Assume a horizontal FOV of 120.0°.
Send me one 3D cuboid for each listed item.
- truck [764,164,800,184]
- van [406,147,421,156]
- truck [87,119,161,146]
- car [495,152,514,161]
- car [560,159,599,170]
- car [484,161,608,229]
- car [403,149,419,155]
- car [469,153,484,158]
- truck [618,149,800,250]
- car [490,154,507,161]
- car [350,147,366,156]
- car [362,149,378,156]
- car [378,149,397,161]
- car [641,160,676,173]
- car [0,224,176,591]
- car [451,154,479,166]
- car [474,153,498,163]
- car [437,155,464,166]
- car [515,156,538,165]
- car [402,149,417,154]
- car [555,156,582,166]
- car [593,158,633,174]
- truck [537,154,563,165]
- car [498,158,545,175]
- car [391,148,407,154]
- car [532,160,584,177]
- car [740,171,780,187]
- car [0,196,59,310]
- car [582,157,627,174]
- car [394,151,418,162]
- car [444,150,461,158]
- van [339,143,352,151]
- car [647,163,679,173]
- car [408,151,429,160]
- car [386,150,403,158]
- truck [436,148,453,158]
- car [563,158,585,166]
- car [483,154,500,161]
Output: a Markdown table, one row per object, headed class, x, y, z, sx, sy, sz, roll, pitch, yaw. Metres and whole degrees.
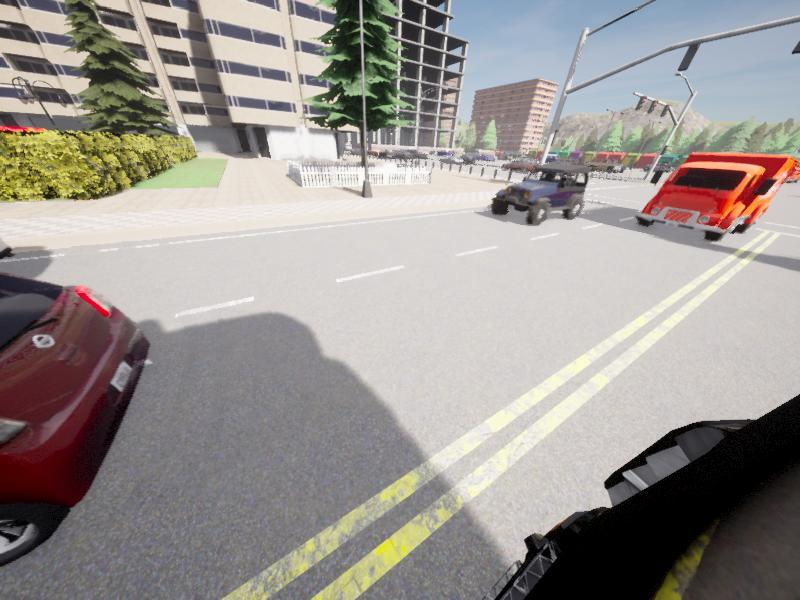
| class | x | y | z | sx | sy | sz | roll | pitch | yaw |
| --- | --- | --- | --- | --- | --- | --- | --- | --- | --- |
| truck | 61.766 | -20.087 | 36.741 | 5.204 | 2.467 | 2.627 | -15 | 37 | -25 |
| van | 4.282 | -47.808 | 74.341 | 4.480 | 2.038 | 2.069 | -16 | 38 | -26 |
| truck | -55.171 | -33.589 | 46.692 | 8.468 | 3.827 | 2.891 | -16 | 38 | -26 |
| car | 30.081 | -41.314 | 66.518 | 1.932 | 1.855 | 4.605 | -16 | 38 | -26 |
| car | 33.333 | -25.326 | 43.116 | 2.033 | 1.415 | 5.357 | -16 | 38 | -26 |
| car | 5.603 | -4.193 | 8.987 | 3.866 | 1.878 | 1.905 | -16 | 38 | -26 |
| car | 3.819 | -49.678 | 77.653 | 4.902 | 1.511 | 2.128 | -16 | 38 | -26 |
| car | 28.736 | -54.618 | 87.055 | 5.357 | 1.411 | 2.033 | -16 | 38 | -26 |
| truck | 11.218 | -3.792 | 8.306 | 5.204 | 2.467 | 2.627 | -15 | 38 | -26 |
| car | 27.775 | -40.455 | 65.426 | 1.784 | 1.438 | 3.905 | -16 | 38 | -26 |
| car | -9.861 | -34.691 | 54.047 | 2.038 | 1.542 | 4.974 | -16 | 38 | -26 |
| car | -7.317 | -35.925 | 56.319 | 1.895 | 1.301 | 4.718 | -16 | 38 | -26 |
| car | -2.455 | -27.408 | 43.586 | 1.851 | 1.617 | 3.988 | -16 | 38 | -26 |
| car | 51.172 | -26.491 | 45.829 | 1.905 | 1.878 | 3.866 | -16 | 38 | -26 |
| car | -3.815 | 0.871 | 0.959 | 3.633 | 1.501 | 1.845 | -16 | 38 | -26 |
| car | 11.521 | -25.095 | 41.329 | 1.812 | 1.442 | 4.674 | -16 | 38 | -26 |
| car | 19.738 | -32.673 | 53.012 | 2.242 | 1.667 | 4.611 | -16 | 38 | -26 |
| car | 8.596 | -24.063 | 39.684 | 1.895 | 1.301 | 4.718 | -16 | 38 | -26 |
| car | 27.818 | -30.797 | 50.941 | 1.970 | 1.475 | 3.806 | -16 | 38 | -26 |
| car | 3.318 | -51.908 | 80.685 | 4.892 | 1.490 | 1.837 | -16 | 38 | -26 |
| car | 42.405 | -35.194 | 58.253 | 1.932 | 1.855 | 4.605 | -16 | 38 | -26 |
| car | 34.209 | -21.652 | 37.230 | 1.905 | 1.878 | 3.866 | -16 | 38 | -26 |
| truck | 35.327 | -33.225 | 54.571 | 2.069 | 2.038 | 4.478 | -16 | 38 | -26 |
| car | 15.525 | -17.306 | 29.874 | 2.163 | 1.488 | 4.792 | -16 | 38 | -26 |
| car | -0.394 | -52.968 | 82.242 | 5.357 | 1.411 | 2.033 | -16 | 38 | -26 |
| car | 19.936 | -16.825 | 29.439 | 1.882 | 1.535 | 5.008 | -16 | 38 | -26 |
| car | 45.634 | -15.416 | 29.314 | 3.633 | 1.501 | 1.845 | -15 | 37 | -25 |
| car | -8.356 | -0.284 | 1.882 | 5.566 | 2.045 | 2.150 | -16 | 38 | -26 |
| car | 31.677 | -20.971 | 36.002 | 1.932 | 1.855 | 4.605 | -16 | 38 | -26 |
| car | 1.051 | -27.704 | 44.496 | 2.033 | 1.411 | 5.357 | -16 | 38 | -26 |
| car | 14.689 | -41.032 | 64.903 | 1.932 | 1.855 | 4.605 | -16 | 38 | -26 |
| van | -20.191 | -56.837 | 85.783 | 2.351 | 2.431 | 6.366 | -16 | 38 | -26 |
| car | 53.672 | -26.997 | 47.218 | 1.970 | 1.475 | 3.806 | -16 | 38 | -26 |
| car | 4.030 | -32.472 | 51.906 | 2.033 | 1.411 | 5.357 | -16 | 38 | -26 |
| car | -1.312 | -33.900 | 53.598 | 1.812 | 1.442 | 4.674 | -16 | 38 | -26 |
| truck | 12.222 | -40.365 | 63.536 | 2.069 | 2.038 | 4.478 | -16 | 38 | -26 |
| car | 44.935 | -35.698 | 59.590 | 1.784 | 1.438 | 3.905 | -16 | 38 | -26 |
| car | 25.268 | -39.718 | 64.180 | 1.970 | 1.475 | 3.806 | -16 | 38 | -26 |
